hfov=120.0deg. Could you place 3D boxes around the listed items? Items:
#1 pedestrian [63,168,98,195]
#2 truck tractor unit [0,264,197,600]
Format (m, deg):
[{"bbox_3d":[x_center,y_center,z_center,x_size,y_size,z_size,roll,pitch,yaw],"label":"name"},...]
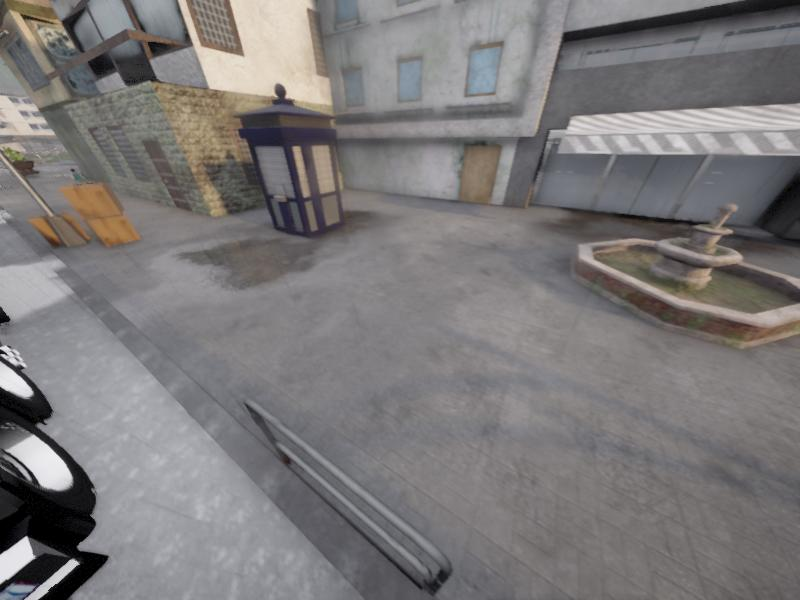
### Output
[{"bbox_3d":[-15.526,-5.774,11.256,0.500,1.100,0.500,22,41,29],"label":"pedestrian"},{"bbox_3d":[-5.113,-0.299,0.778,6.516,4.208,3.053,18,39,24],"label":"truck tractor unit"}]
